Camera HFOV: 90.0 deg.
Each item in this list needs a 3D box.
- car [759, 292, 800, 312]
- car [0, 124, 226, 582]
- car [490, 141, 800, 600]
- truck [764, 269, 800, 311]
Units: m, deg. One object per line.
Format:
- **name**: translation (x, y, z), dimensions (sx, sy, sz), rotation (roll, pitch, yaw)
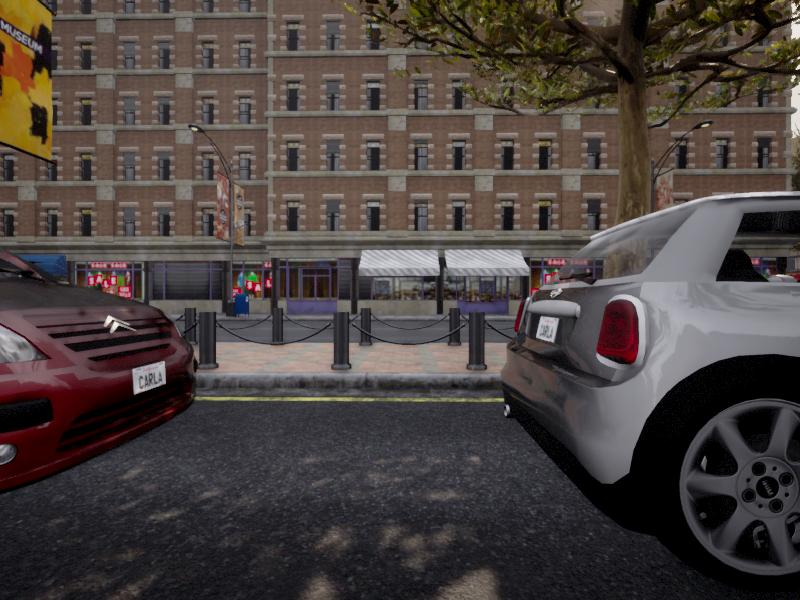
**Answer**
- **car**: translation (34.548, 0.171, 34.748), dimensions (1.930, 1.638, 5.238), rotation (0, 0, 0)
- **car**: translation (-3.390, 0.188, 2.287), dimensions (3.988, 1.617, 1.851), rotation (0, 0, 1)
- **car**: translation (2.600, 0.253, 2.173), dimensions (3.806, 1.475, 1.970), rotation (0, 0, 1)
- **truck**: translation (38.063, -0.920, 36.045), dimensions (2.891, 3.827, 8.468), rotation (0, 0, 1)
